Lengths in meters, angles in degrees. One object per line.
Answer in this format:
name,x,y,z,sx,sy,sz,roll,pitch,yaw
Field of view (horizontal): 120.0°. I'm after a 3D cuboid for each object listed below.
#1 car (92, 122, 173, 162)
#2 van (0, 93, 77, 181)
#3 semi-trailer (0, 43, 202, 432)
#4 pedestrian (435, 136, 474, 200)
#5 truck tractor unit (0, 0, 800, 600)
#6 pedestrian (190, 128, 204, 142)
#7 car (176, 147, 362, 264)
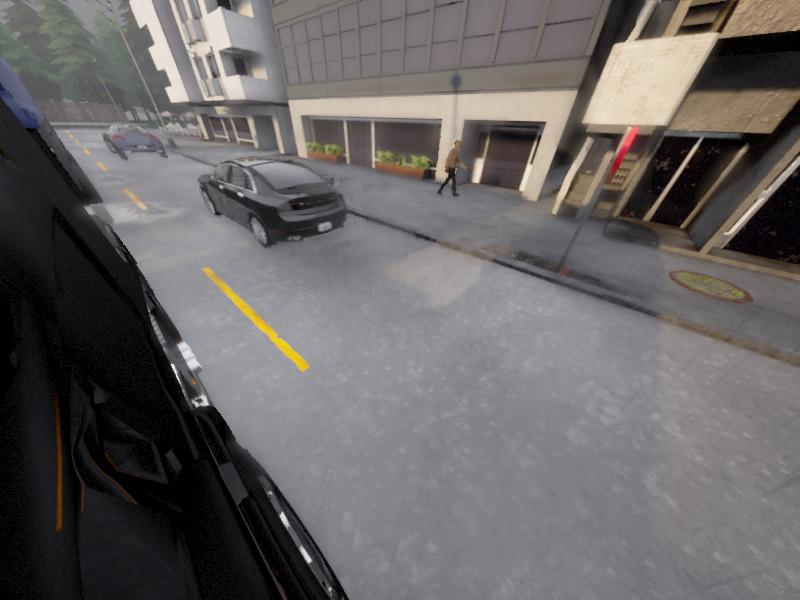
car,-16.605,-9.872,14.318,5.027,1.651,2.152,28,44,30
van,-16.351,-6.970,9.719,5.915,2.561,1.988,28,44,30
semi-trailer,-8.689,-3.625,4.216,14.254,4.402,2.717,28,44,30
pedestrian,1.891,-4.667,8.229,0.751,1.860,0.751,29,44,30
truck tractor unit,-2.645,-0.295,0.351,6.516,4.208,3.053,28,44,30
pedestrian,-19.891,-16.133,22.641,0.500,1.100,0.500,30,45,31
car,-3.363,-2.701,5.780,4.892,1.490,1.837,28,44,30
